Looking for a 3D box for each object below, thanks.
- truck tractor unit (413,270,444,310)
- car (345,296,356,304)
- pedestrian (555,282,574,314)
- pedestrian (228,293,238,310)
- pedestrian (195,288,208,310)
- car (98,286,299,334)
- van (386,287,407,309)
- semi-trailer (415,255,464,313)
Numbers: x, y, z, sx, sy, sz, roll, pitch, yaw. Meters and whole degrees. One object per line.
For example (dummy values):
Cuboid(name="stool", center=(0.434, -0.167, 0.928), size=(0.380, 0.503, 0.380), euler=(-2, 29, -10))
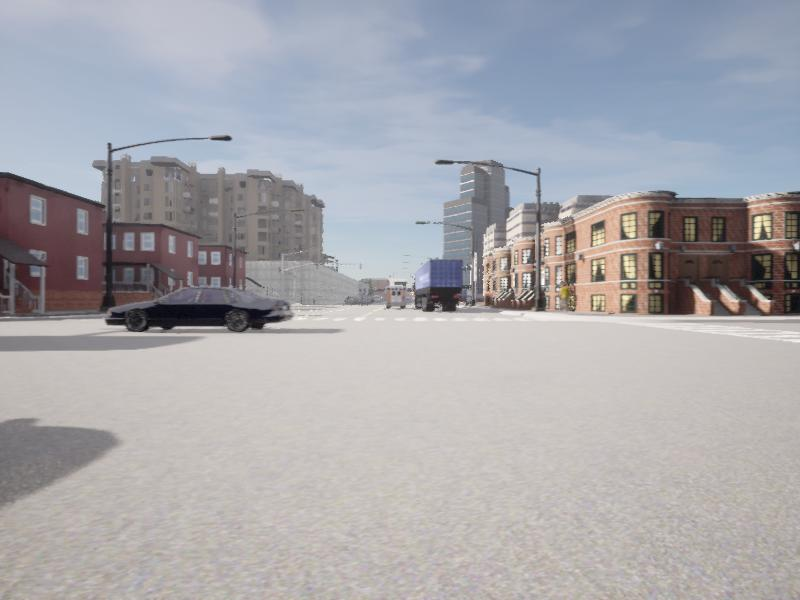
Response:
Cuboid(name="truck tractor unit", center=(3.117, -1.123, 45.632), size=(3.053, 4.208, 6.516), euler=(0, 0, 0))
Cuboid(name="car", center=(-10.935, 0.048, 89.107), size=(1.932, 1.855, 4.605), euler=(0, 0, 0))
Cuboid(name="pedestrian", center=(9.468, -0.112, 23.065), size=(0.751, 1.860, 0.751), euler=(0, 0, -6))
Cuboid(name="pedestrian", center=(-19.247, 0.163, 46.070), size=(0.751, 1.860, 0.751), euler=(0, 0, 4))
Cuboid(name="pedestrian", center=(-17.024, -0.122, 34.291), size=(0.751, 1.860, 0.751), euler=(0, 0, -1))
Cuboid(name="car", center=(-6.145, 0.292, 12.703), size=(5.357, 1.411, 2.033), euler=(0, 0, 0))
Cuboid(name="van", center=(-0.409, -0.223, 47.283), size=(2.351, 2.431, 6.366), euler=(0, 0, 0))
Cuboid(name="semi-trailer", center=(3.315, -1.215, 37.722), size=(2.717, 4.402, 14.254), euler=(0, 0, -2))
